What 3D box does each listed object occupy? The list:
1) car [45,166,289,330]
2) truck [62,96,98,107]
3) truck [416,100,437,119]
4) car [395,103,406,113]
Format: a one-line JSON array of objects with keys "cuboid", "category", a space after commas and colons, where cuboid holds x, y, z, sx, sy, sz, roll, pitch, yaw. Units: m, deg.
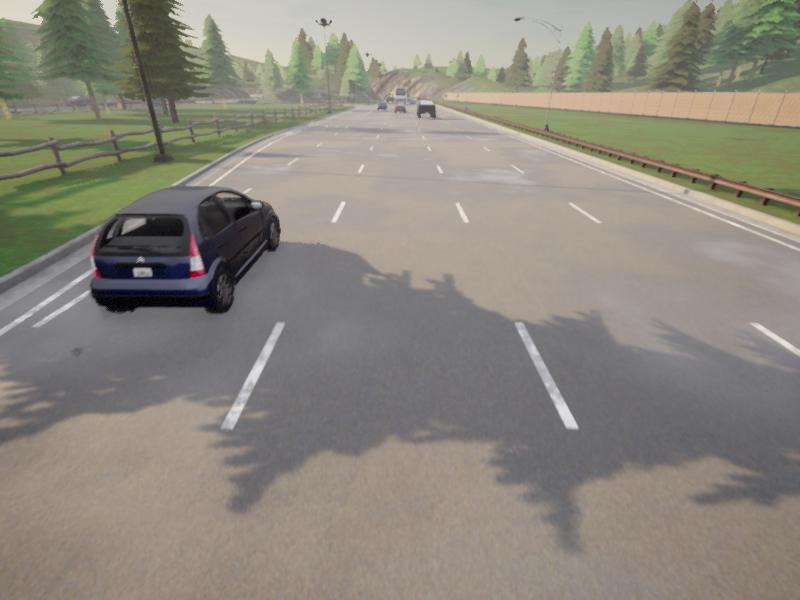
[{"cuboid": [-3.488, -1.211, 7.113, 1.851, 1.617, 3.988, 0, 27, 0], "category": "car"}, {"cuboid": [-67.820, -42.147, 84.863, 2.390, 2.098, 6.274, 0, 27, 0], "category": "truck"}, {"cuboid": [3.571, -26.267, 54.991, 2.390, 2.098, 6.274, 0, 27, 0], "category": "truck"}, {"cuboid": [0.085, -33.271, 69.176, 1.812, 1.442, 4.674, 0, 27, 0], "category": "car"}]
